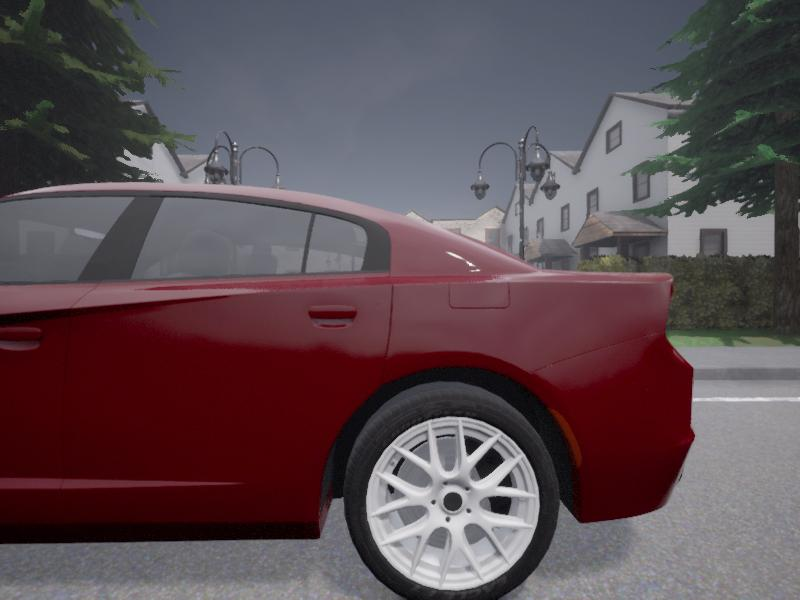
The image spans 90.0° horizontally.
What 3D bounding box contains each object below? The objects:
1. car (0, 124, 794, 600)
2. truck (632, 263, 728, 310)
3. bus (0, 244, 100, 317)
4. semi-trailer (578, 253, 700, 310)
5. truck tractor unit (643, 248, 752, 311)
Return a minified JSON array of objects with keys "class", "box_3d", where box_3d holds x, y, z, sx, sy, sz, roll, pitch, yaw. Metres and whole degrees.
[{"class":"car","box_3d":[-1.271,0.223,2.175,5.008,1.535,1.882,0,0,-1]},{"class":"truck","box_3d":[25.494,-1.119,37.157,2.891,3.827,8.468,0,0,-1]},{"class":"bus","box_3d":[-25.135,-1.138,25.759,3.944,4.253,10.273,0,1,0]},{"class":"semi-trailer","box_3d":[21.523,-1.415,37.832,2.717,4.402,14.254,0,0,-2]},{"class":"truck tractor unit","box_3d":[21.803,-1.321,29.926,3.053,4.208,6.516,0,0,-3]}]
